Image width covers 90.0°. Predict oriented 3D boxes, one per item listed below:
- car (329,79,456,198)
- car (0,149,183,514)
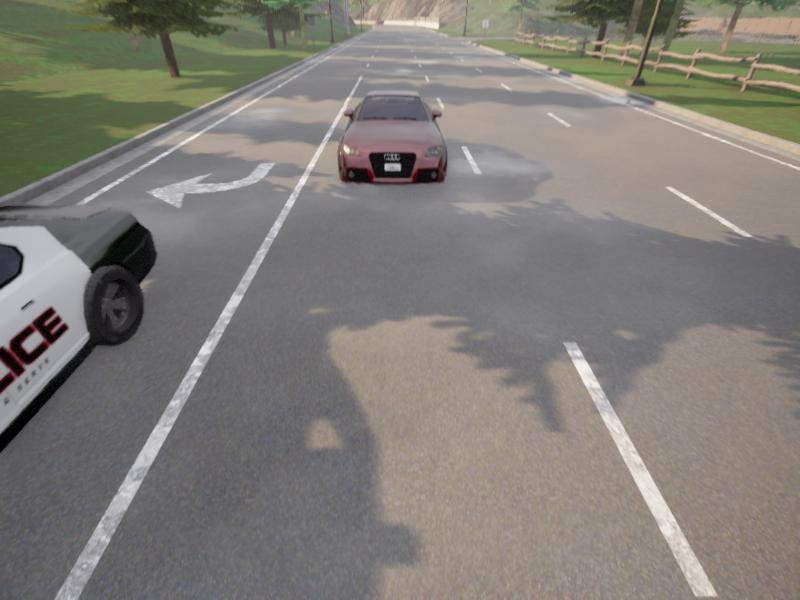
[{"bbox_3d":[-0.146,-3.571,8.386,1.994,1.385,4.181,0,35,-1],"label":"car"},{"bbox_3d":[-3.564,0.610,2.262,2.038,1.542,4.974,0,35,-1],"label":"car"}]
